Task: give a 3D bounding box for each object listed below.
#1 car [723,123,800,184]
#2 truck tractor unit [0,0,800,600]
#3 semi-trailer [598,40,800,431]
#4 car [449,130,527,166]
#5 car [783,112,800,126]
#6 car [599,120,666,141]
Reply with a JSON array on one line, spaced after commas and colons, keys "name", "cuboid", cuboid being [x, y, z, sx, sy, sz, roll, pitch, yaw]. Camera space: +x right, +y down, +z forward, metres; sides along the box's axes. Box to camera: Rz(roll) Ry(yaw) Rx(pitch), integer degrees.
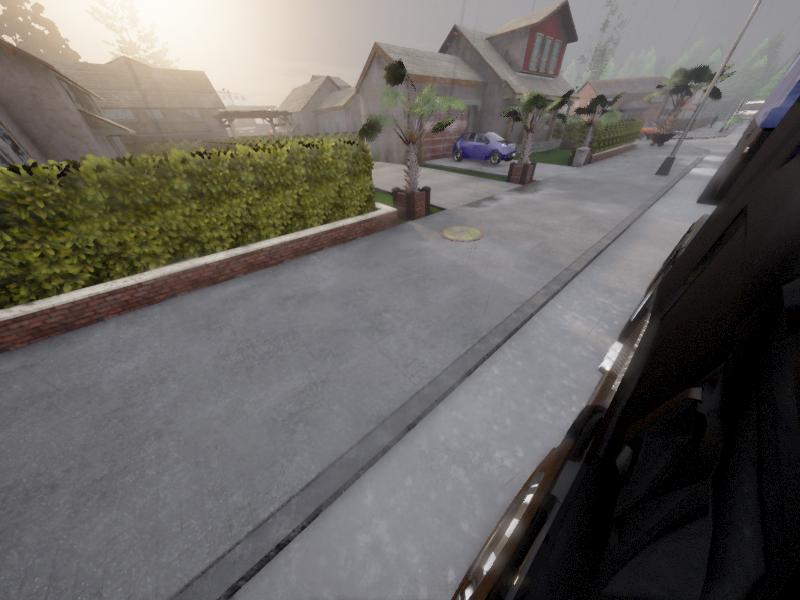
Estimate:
[{"name": "car", "cuboid": [16.096, -6.405, 9.852, 5.238, 1.638, 1.930, -28, 44, -30]}, {"name": "truck tractor unit", "cuboid": [2.645, -0.295, 0.351, 6.516, 4.208, 3.053, -28, 44, -30]}, {"name": "semi-trailer", "cuboid": [8.693, -3.610, 4.232, 14.254, 4.402, 2.717, -28, 44, -30]}, {"name": "car", "cuboid": [4.978, -8.956, 13.510, 1.845, 1.501, 3.633, -30, 45, -32]}, {"name": "car", "cuboid": [66.205, -30.098, 38.256, 4.553, 1.767, 2.097, -28, 44, -30]}, {"name": "car", "cuboid": [25.562, -18.750, 25.617, 2.097, 1.767, 4.553, -26, 43, -28]}]
